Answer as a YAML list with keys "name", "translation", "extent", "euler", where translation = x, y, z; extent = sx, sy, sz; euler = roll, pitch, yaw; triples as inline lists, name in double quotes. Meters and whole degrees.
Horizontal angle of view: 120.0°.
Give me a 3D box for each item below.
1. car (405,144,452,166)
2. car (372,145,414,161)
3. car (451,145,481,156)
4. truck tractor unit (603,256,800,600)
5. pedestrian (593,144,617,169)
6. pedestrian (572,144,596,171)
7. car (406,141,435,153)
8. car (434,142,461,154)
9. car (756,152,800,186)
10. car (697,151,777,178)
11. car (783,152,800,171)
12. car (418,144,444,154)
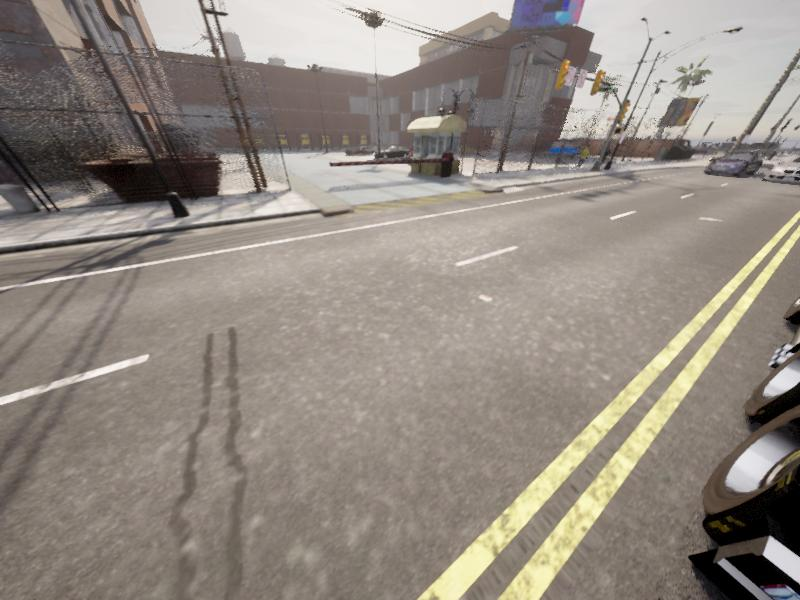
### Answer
- name: "car"
  translation: [3.050, -15.669, 24.840]
  extent: [4.553, 1.767, 2.185]
  euler: [-19, 39, -25]
- name: "car"
  translation: [-0.917, -19.280, 30.225]
  extent: [5.008, 1.535, 2.097]
  euler: [-19, 39, -25]
- name: "car"
  translation: [11.463, -26.028, 40.105]
  extent: [4.674, 1.452, 2.002]
  euler: [-19, 39, -25]
- name: "truck tractor unit"
  translation: [5.097, -0.315, 0.802]
  extent: [6.516, 4.208, 3.053]
  euler: [-19, 39, -25]
- name: "pedestrian"
  translation: [18.628, -13.066, 21.022]
  extent: [0.751, 1.860, 0.751]
  euler: [-22, 40, -28]
- name: "pedestrian"
  translation: [15.532, -12.066, 19.558]
  extent: [0.751, 1.860, 0.751]
  euler: [-19, 39, -25]
- name: "car"
  translation: [4.349, -32.759, 49.399]
  extent: [5.566, 2.045, 2.435]
  euler: [-19, 39, -25]
- name: "car"
  translation: [8.926, -28.596, 43.489]
  extent: [4.553, 1.767, 2.185]
  euler: [-19, 39, -25]
- name: "car"
  translation: [26.770, -8.686, 15.259]
  extent: [4.611, 1.667, 2.242]
  euler: [-16, 38, -22]
- name: "car"
  translation: [27.033, -10.957, 18.567]
  extent: [4.856, 1.649, 2.033]
  euler: [-15, 37, -20]
- name: "car"
  translation: [40.294, -13.082, 21.821]
  extent: [4.514, 1.525, 2.007]
  euler: [-4, 35, -6]
- name: "car"
  translation: [6.322, -30.882, 47.186]
  extent: [4.786, 1.482, 2.161]
  euler: [-19, 39, -25]
